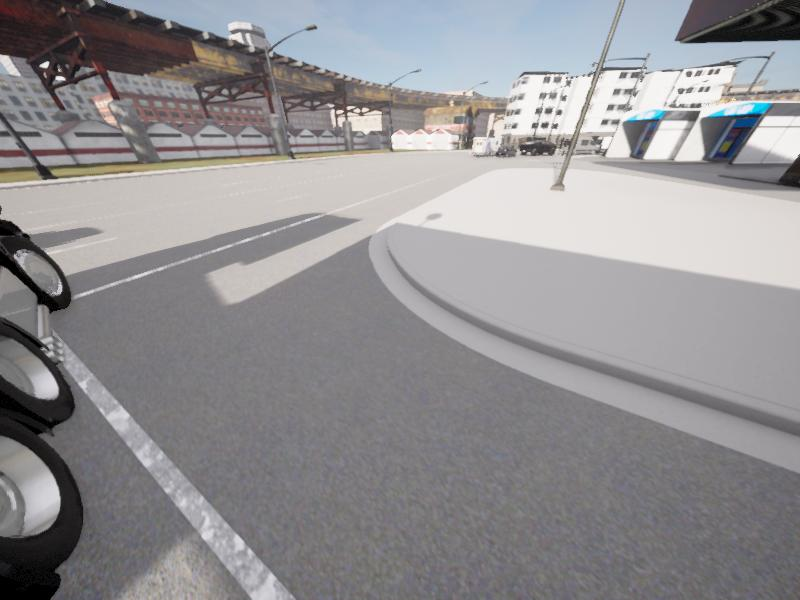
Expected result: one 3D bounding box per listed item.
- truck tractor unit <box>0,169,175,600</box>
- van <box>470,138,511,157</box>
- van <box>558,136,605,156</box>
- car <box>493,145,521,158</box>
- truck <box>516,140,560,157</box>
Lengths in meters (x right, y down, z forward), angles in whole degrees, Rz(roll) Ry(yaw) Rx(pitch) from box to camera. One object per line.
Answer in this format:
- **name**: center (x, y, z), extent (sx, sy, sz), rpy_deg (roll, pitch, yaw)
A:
- **truck tractor unit**: center (-4.938, -0.444, 0.986), extent (6.516, 4.208, 3.053), rpy_deg (25, 42, 31)
- **van**: center (14.291, -24.124, 36.477), extent (6.366, 2.431, 2.351), rpy_deg (-24, 41, -30)
- **van**: center (30.182, -25.758, 38.596), extent (5.915, 2.561, 1.988), rpy_deg (-6, 35, -9)
- **car**: center (15.790, -21.884, 34.027), extent (3.633, 1.501, 1.845), rpy_deg (-25, 42, -31)
- **truck**: center (22.096, -24.284, 36.929), extent (6.274, 2.098, 2.390), rpy_deg (-16, 38, -21)
